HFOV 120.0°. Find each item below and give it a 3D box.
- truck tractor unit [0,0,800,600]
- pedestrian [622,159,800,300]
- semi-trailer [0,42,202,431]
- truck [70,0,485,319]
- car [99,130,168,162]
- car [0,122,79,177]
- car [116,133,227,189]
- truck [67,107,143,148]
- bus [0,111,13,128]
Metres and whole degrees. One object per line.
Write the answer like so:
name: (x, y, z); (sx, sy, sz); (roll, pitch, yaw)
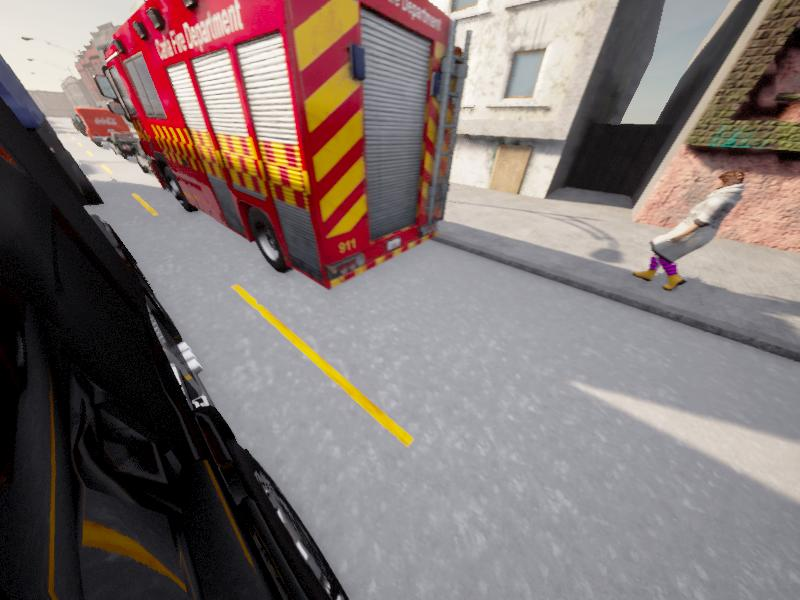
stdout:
truck tractor unit: (-2.645, -0.295, 0.352); (6.516, 4.208, 3.053); (28, 44, 30)
pedestrian: (4.630, -1.051, 3.590); (0.751, 1.860, 0.751); (-19, 42, -26)
semi-trailer: (-8.697, -3.606, 4.228); (14.254, 4.402, 2.717); (28, 44, 30)
truck: (-3.167, -3.615, 5.090); (8.468, 3.827, 2.891); (28, 43, 29)
car: (-16.850, -9.800, 14.589); (4.718, 1.301, 1.895); (28, 44, 30)
car: (-16.847, -6.836, 10.316); (4.611, 1.667, 2.242); (28, 44, 30)
car: (-10.041, -6.249, 10.125); (4.792, 1.488, 2.163); (28, 44, 30)
truck: (-24.558, -14.400, 19.273); (5.204, 2.467, 2.627); (29, 44, 29)
bus: (-59.078, -24.141, 28.577); (3.944, 4.253, 10.273); (20, 40, 22)
